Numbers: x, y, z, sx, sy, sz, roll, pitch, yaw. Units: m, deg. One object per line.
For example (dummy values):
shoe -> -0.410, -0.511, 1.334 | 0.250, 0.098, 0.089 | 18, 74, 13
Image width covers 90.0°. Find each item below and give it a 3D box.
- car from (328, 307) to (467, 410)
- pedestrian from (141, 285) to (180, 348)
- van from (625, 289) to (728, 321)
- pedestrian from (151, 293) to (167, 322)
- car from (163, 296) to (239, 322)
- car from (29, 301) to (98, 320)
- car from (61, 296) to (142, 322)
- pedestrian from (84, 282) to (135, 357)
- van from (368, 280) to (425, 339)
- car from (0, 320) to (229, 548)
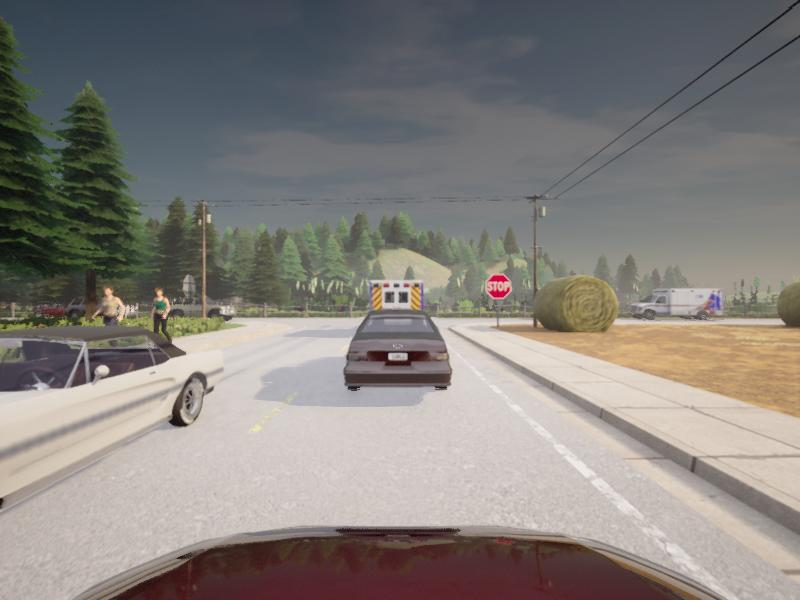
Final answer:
car -> -0.048, 0.902, 8.517 | 2.033, 1.411, 5.357 | 0, 0, 0
pedestrian -> -7.304, 0.495, 12.211 | 0.751, 1.860, 0.751 | 0, 0, -1
van -> 21.520, 0.368, 31.354 | 6.366, 2.431, 2.351 | 0, 0, 2
pedestrian -> -15.476, 0.470, 25.710 | 0.751, 1.860, 0.751 | 0, 0, -17
car -> -14.503, 0.641, 29.303 | 4.605, 1.855, 1.932 | 0, 0, 5
car -> -27.934, 0.848, 33.300 | 4.193, 1.474, 1.816 | 0, 0, 1
car -> -22.040, 0.641, 29.651 | 4.605, 1.855, 1.932 | 0, 0, 2
pedestrian -> -7.479, 0.493, 10.326 | 0.751, 1.860, 0.751 | 0, 0, 7
van -> 0.020, 0.393, 19.722 | 2.351, 2.431, 6.366 | 0, 0, 3
car -> -3.532, 0.947, 3.740 | 1.895, 1.301, 4.718 | 0, 0, -1
